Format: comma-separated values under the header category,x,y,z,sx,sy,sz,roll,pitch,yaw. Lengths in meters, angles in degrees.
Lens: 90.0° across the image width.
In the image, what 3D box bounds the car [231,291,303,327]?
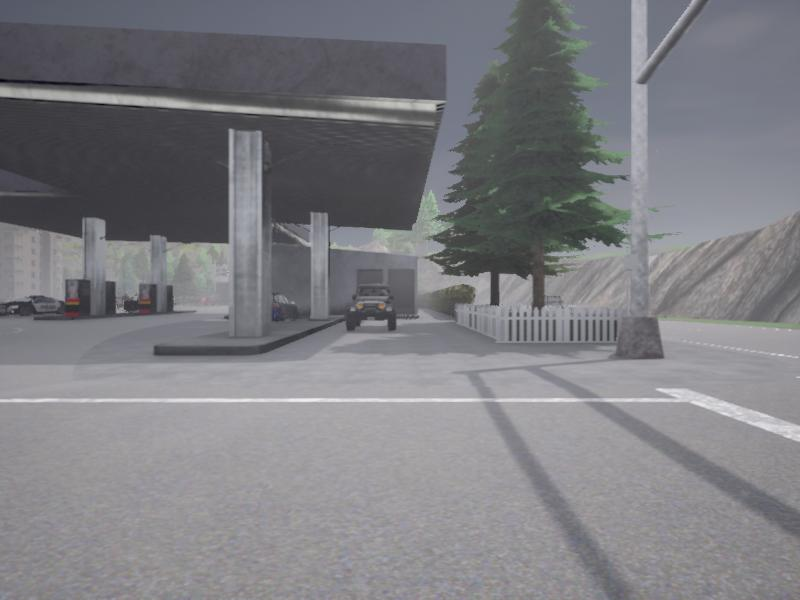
category,x,y,z,sx,sy,sz,roll,pitch,yaw
car,-6.755,0.418,20.872,2.242,1.667,4.611,0,0,0

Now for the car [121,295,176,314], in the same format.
category,x,y,z,sx,sy,sz,roll,pitch,yaw
car,-23.927,0.371,38.291,1.930,1.638,5.238,0,0,0

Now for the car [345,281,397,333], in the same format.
category,x,y,z,sx,sy,sz,roll,pitch,yaw
car,-1.081,0.249,16.551,1.905,1.878,3.866,0,0,0

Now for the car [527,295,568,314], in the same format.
category,x,y,z,sx,sy,sz,roll,pitch,yaw
car,13.606,0.365,37.207,2.033,1.649,4.856,0,0,0

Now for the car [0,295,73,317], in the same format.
category,x,y,z,sx,sy,sz,roll,pitch,yaw
car,-27.454,0.434,29.848,2.038,1.542,4.974,0,-1,0

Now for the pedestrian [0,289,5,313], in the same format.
category,x,y,z,sx,sy,sz,roll,pitch,yaw
pedestrian,-31.666,0.088,31.315,0.751,1.860,0.751,0,0,-1

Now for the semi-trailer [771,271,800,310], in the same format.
category,x,y,z,sx,sy,sz,roll,pitch,yaw
semi-trailer,46.829,-1.037,41.854,2.717,4.402,14.254,0,0,0

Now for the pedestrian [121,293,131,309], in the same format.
category,x,y,z,sx,sy,sz,roll,pitch,yaw
pedestrian,-31.771,0.088,46.394,0.751,1.860,0.751,0,0,-2
